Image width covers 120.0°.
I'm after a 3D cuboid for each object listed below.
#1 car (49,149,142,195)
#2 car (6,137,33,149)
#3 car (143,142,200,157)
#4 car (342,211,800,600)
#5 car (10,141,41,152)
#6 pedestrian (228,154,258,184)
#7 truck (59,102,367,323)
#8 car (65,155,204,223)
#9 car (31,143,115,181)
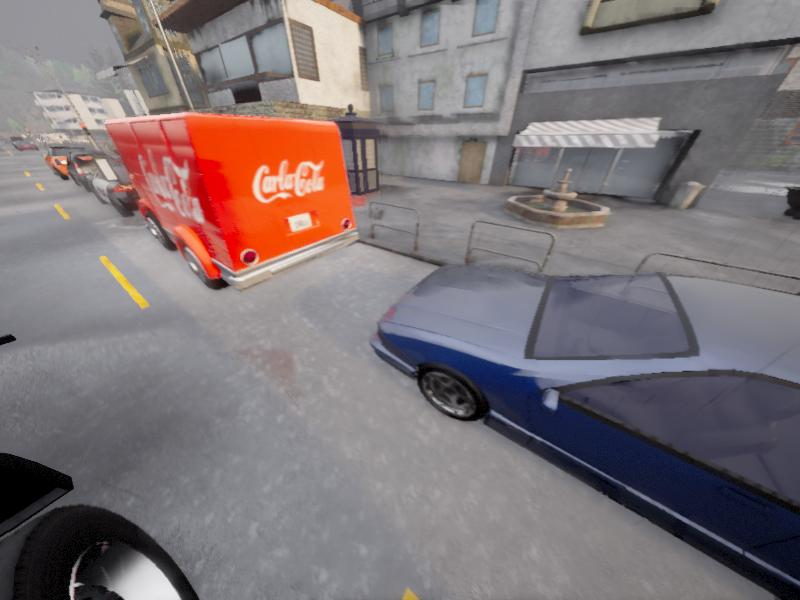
[{"bbox_3d":[-15.471,-6.634,11.756,3.988,1.617,1.851,22,41,28],"label":"car"},{"bbox_3d":[-73.816,-30.554,44.807,3.866,1.878,1.905,22,41,28],"label":"car"},{"bbox_3d":[-30.235,-20.075,30.733,2.128,1.511,4.902,23,41,28],"label":"car"},{"bbox_3d":[2.302,0.705,1.722,5.357,1.411,2.033,22,41,28],"label":"car"},{"bbox_3d":[-62.008,-25.536,38.270,4.181,1.385,1.994,21,40,27],"label":"car"},{"bbox_3d":[-8.554,-7.168,12.626,0.751,1.300,0.751,23,41,28],"label":"pedestrian"},{"bbox_3d":[-3.621,-2.154,4.775,5.204,2.467,2.627,22,41,28],"label":"truck"},{"bbox_3d":[-9.941,-4.347,8.637,4.974,1.542,2.038,22,41,28],"label":"car"},{"bbox_3d":[-20.864,-8.909,14.761,4.553,1.767,2.097,22,41,28],"label":"car"}]
